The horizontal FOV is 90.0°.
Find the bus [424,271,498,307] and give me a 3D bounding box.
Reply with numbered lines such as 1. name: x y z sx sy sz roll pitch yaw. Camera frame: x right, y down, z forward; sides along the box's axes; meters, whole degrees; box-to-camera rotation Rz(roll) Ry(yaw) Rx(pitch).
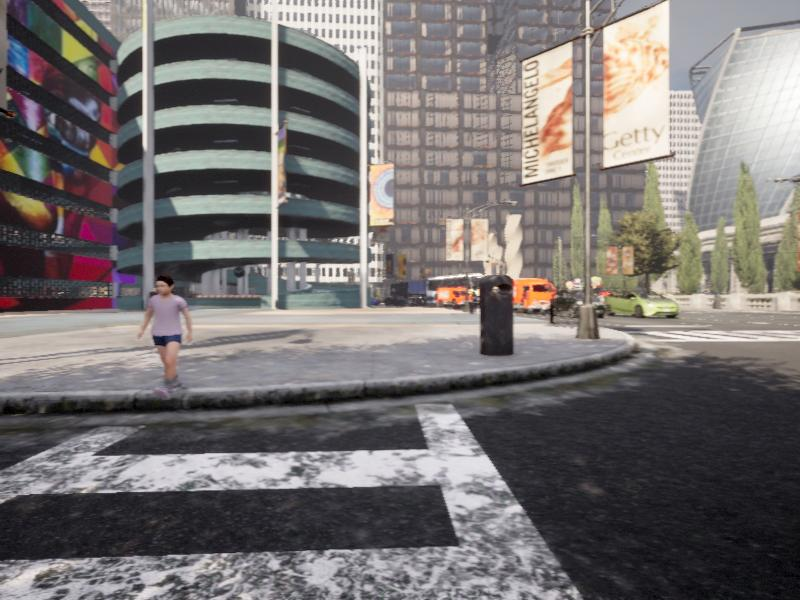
1. bus: 7.664 -1.175 52.569 3.944 4.253 10.273 0 -1 -31

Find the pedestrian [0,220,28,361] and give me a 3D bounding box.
1. pedestrian: -5.639 -0.121 5.288 0.751 1.860 0.751 0 0 8

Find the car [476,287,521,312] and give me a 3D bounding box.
1. car: 8.766 -0.066 36.190 2.150 2.045 5.566 0 0 -7

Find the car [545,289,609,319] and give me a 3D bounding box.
1. car: 9.708 0.193 22.254 1.789 1.549 3.705 0 0 -3

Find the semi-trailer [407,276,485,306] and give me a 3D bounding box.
1. semi-trailer: 6.899 -1.289 64.075 2.717 4.402 14.254 1 0 -41

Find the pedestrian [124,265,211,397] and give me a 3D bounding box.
1. pedestrian: -2.069 0.261 3.605 0.500 1.100 0.500 0 0 -2

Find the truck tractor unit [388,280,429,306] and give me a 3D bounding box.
1. truck tractor unit: 1.390 -1.191 69.726 6.516 4.208 3.053 0 0 37

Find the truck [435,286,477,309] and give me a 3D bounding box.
1. truck: 6.408 -0.296 46.553 2.627 2.467 5.204 0 1 -23

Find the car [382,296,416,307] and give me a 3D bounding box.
1. car: -0.177 0.182 57.156 2.128 1.511 4.902 0 0 -44

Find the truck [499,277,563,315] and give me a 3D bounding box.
1. truck: 9.309 -0.271 28.971 2.627 2.467 5.204 0 0 -4

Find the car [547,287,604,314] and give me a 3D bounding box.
1. car: 12.789 0.024 29.523 1.932 1.855 4.605 0 0 -4

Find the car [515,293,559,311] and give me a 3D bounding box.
1. car: 12.227 0.193 36.149 2.007 1.525 4.514 0 0 -7

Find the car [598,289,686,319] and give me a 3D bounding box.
1. car: 13.222 0.207 22.278 2.007 1.525 4.514 0 0 -3
